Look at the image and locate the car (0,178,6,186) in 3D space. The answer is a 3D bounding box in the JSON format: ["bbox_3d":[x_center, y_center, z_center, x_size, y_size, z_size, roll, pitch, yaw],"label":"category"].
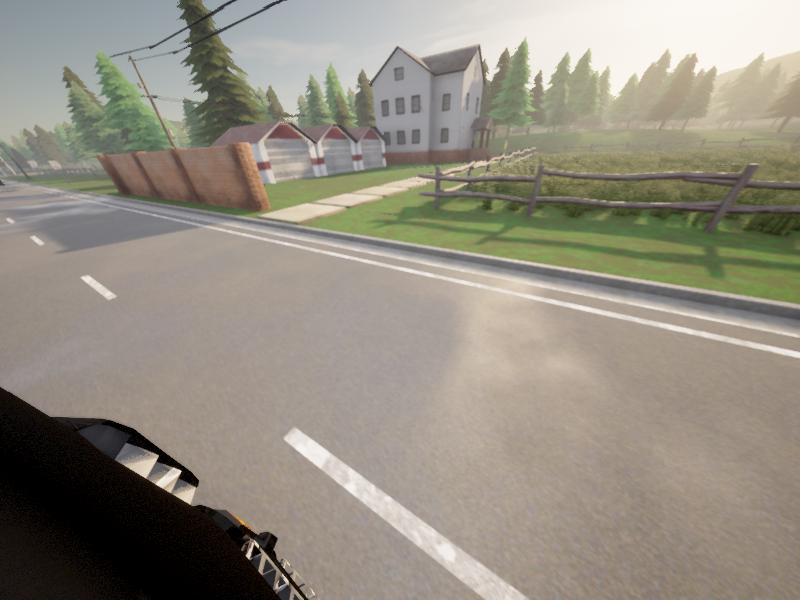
[{"bbox_3d":[-57.897,-16.974,32.115,5.566,2.045,2.150,16,38,26],"label":"car"}]
